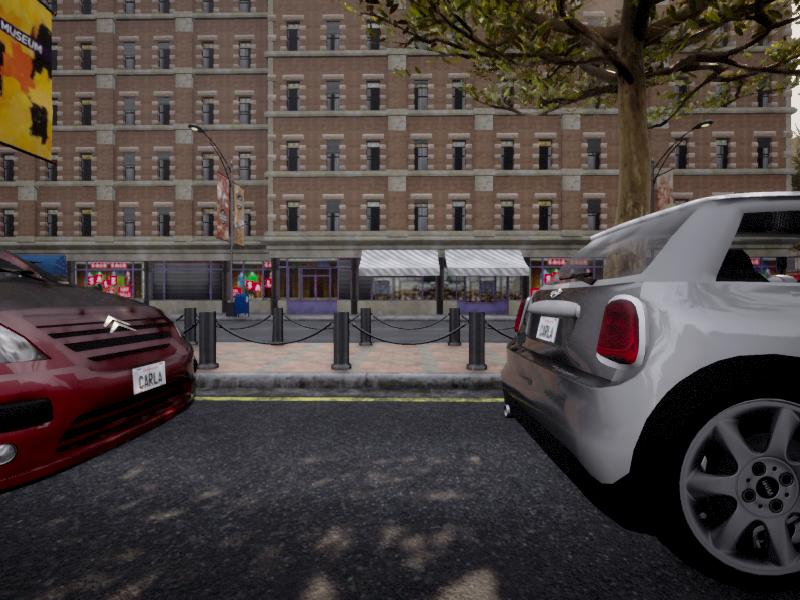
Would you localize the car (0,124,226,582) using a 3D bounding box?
[{"bbox_3d":[-3.390,0.188,2.287,3.988,1.617,1.851,0,0,1],"label":"car"}]

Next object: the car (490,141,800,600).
[{"bbox_3d":[2.600,0.253,2.173,3.806,1.475,1.970,0,0,1],"label":"car"}]

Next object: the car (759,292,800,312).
[{"bbox_3d":[34.548,0.171,34.748,1.930,1.638,5.238,0,0,0],"label":"car"}]

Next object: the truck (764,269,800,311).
[{"bbox_3d":[38.063,-0.920,36.045,2.891,3.827,8.468,0,0,1],"label":"truck"}]
